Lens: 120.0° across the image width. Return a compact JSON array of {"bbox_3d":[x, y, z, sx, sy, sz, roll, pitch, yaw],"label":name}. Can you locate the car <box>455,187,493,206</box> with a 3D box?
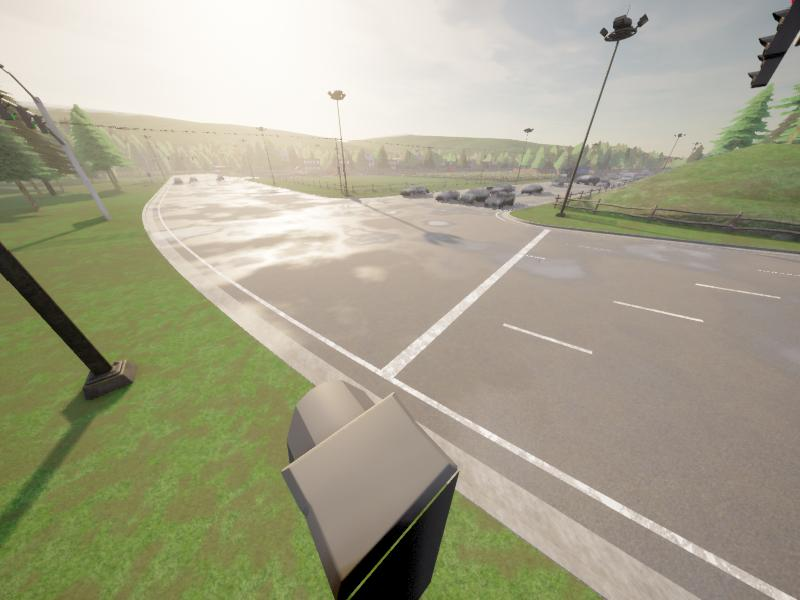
[{"bbox_3d":[9.105,-12.757,28.307,4.553,1.767,2.097,-24,38,-35],"label":"car"}]

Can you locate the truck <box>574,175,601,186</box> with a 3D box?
[{"bbox_3d":[46.517,-29.629,57.228,6.274,2.098,2.390,-16,34,-26],"label":"truck"}]

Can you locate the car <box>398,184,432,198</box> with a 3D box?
[{"bbox_3d":[2.293,-16.714,35.314,5.238,1.638,1.930,-23,37,-34],"label":"car"}]

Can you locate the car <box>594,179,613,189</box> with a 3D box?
[{"bbox_3d":[43.923,-25.066,49.814,3.988,1.617,1.851,-23,37,-34],"label":"car"}]

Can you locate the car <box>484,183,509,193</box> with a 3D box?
[{"bbox_3d":[17.944,-20.876,42.869,4.718,1.301,1.895,-23,37,-34],"label":"car"}]

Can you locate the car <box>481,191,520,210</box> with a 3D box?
[{"bbox_3d":[11.317,-11.233,25.935,4.514,1.525,2.007,-25,38,-36],"label":"car"}]

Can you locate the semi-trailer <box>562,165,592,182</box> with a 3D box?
[{"bbox_3d":[57.146,-40.981,74.563,14.254,4.402,2.717,-23,37,-34],"label":"semi-trailer"}]

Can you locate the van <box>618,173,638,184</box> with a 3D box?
[{"bbox_3d":[62.031,-33.026,62.782,6.366,2.431,2.351,-23,37,-34],"label":"van"}]

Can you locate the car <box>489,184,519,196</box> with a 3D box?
[{"bbox_3d":[17.275,-18.353,38.401,5.357,1.411,2.033,-23,37,-34],"label":"car"}]

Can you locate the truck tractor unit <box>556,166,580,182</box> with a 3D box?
[{"bbox_3d":[51.083,-38.350,70.200,6.516,4.208,3.053,-23,37,-34],"label":"truck tractor unit"}]

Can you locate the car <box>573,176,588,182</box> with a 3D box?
[{"bbox_3d":[54.073,-36.135,69.097,4.892,1.490,1.837,-23,37,-34],"label":"car"}]

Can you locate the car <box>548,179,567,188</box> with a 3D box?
[{"bbox_3d":[34.773,-25.794,51.076,3.988,1.617,1.851,-23,37,-34],"label":"car"}]

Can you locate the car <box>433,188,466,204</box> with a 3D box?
[{"bbox_3d":[6.551,-13.779,30.499,4.181,1.385,1.994,-25,38,-35],"label":"car"}]

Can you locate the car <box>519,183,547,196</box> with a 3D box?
[{"bbox_3d":[21.609,-17.950,37.558,5.008,1.535,1.882,-23,37,-34],"label":"car"}]
